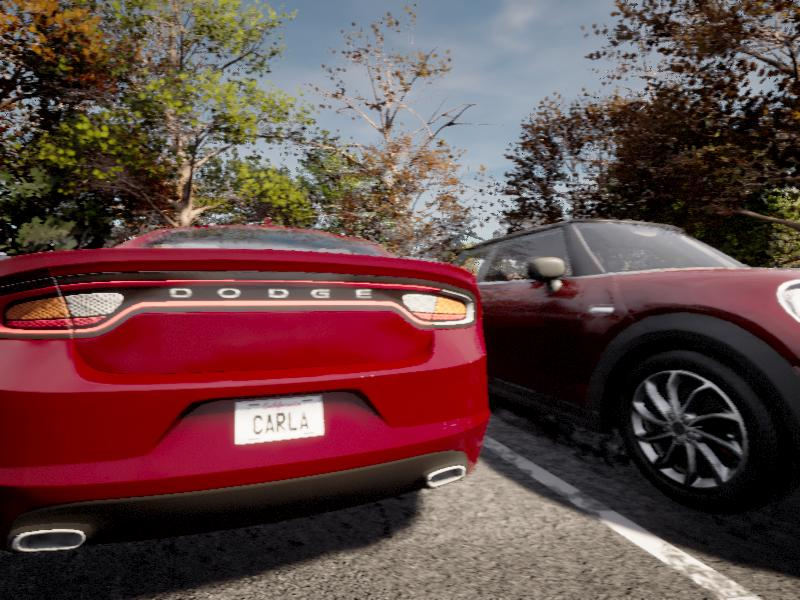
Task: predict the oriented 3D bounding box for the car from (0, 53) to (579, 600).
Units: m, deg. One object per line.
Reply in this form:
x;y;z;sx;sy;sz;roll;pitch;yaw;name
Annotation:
-1.171;0.229;3.487;2.097;1.535;5.008;0;-1;-19;car

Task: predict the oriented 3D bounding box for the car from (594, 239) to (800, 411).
4.685;0.226;3.677;1.946;1.575;5.366;0;-1;-20;car

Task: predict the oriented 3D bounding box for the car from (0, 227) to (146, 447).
-4.116;0.259;3.487;2.163;1.488;4.792;1;-1;-19;car

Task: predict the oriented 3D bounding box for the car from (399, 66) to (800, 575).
1.784;0.103;3.523;2.185;1.767;4.553;1;-1;-20;car
